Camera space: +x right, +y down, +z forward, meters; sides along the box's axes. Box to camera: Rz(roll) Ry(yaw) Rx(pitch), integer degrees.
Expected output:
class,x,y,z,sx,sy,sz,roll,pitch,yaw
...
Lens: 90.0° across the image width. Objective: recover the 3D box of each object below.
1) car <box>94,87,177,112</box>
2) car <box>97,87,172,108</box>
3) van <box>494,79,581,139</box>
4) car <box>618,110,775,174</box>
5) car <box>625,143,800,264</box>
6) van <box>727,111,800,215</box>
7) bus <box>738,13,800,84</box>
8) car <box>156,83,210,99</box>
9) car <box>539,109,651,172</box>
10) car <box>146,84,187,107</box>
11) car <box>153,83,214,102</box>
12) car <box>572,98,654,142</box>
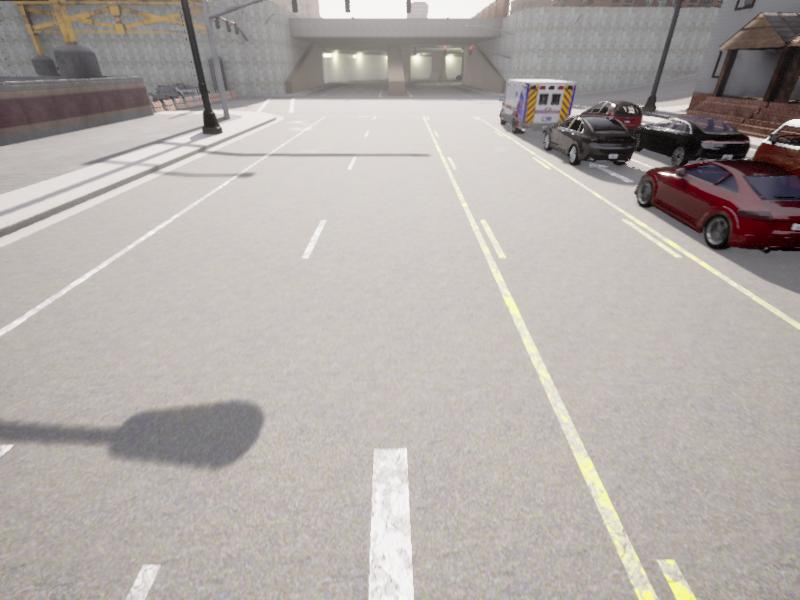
class,x,y,z,sx,sy,sz,roll,pitch,yaw
car,-21.143,-16.197,32.199,2.038,1.542,4.974,26,39,37
car,-21.178,-16.314,32.087,1.853,1.218,4.536,26,39,37
van,7.028,-10.447,21.541,2.351,2.431,6.366,0,30,0
car,10.511,-6.002,14.834,2.128,1.511,4.902,0,30,0
car,6.993,-2.291,8.609,1.994,1.385,4.181,1,30,2
van,10.512,-2.990,9.145,2.069,2.038,4.480,0,30,0
bus,35.341,-21.744,33.153,10.273,4.253,3.944,-12,30,7
car,-21.963,-21.337,40.696,1.853,1.218,4.536,15,34,24
car,7.018,-6.162,15.122,1.837,1.490,4.892,0,30,0
car,-21.151,-18.519,36.179,2.038,1.542,4.974,-20,36,-31
car,-21.939,-21.224,40.815,2.038,1.542,4.974,15,34,24
car,10.525,-9.165,20.161,1.851,1.617,3.988,0,30,0
